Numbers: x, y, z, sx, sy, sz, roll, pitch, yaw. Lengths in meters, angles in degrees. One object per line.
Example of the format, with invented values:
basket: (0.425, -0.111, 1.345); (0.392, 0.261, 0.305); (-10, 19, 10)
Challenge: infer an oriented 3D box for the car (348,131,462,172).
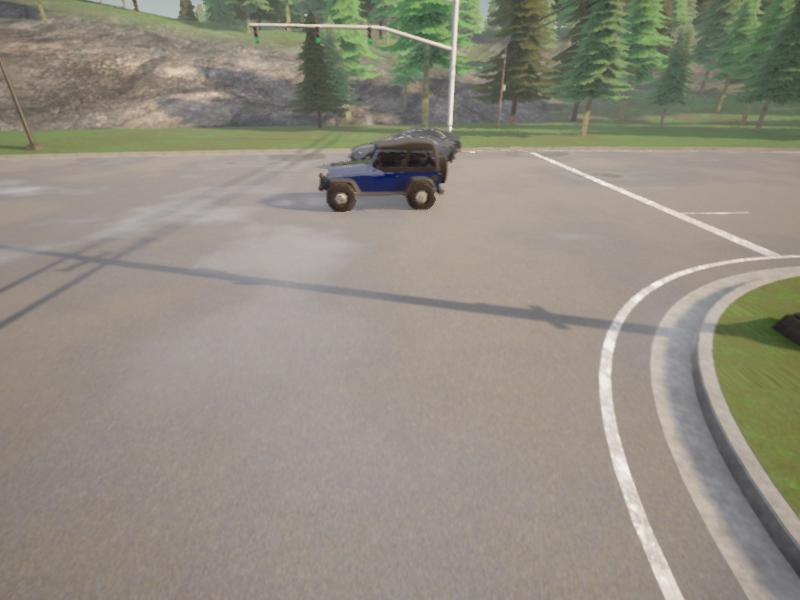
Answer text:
car: (0.152, -6.898, 18.481); (4.902, 1.511, 2.128); (-2, 27, -4)

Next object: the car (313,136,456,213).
car: (-0.469, -3.845, 12.100); (3.866, 1.878, 1.905); (-2, 27, -4)

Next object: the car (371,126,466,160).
car: (0.891, -8.527, 21.680); (4.892, 1.490, 1.837); (-2, 27, -4)
